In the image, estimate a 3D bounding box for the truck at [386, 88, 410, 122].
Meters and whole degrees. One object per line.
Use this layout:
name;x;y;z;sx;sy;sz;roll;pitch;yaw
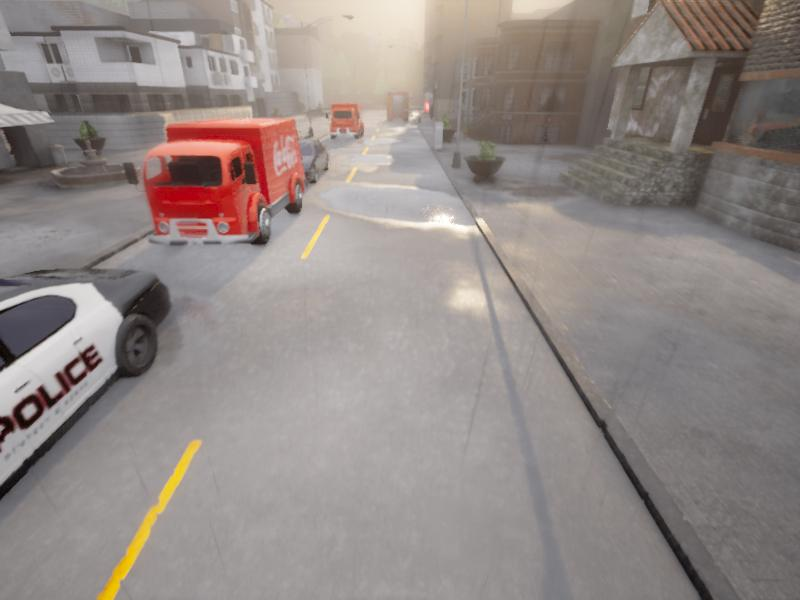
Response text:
truck;-0.263;-25.868;52.916;2.891;3.827;8.468;0;27;0

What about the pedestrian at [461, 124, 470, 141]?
pedestrian;4.639;-11.909;28.420;0.500;1.100;0.500;1;27;2

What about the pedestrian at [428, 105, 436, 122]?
pedestrian;3.777;-22.326;47.903;0.751;1.860;0.751;-4;27;-8

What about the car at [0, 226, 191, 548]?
car;-4.026;0.884;3.215;2.038;1.542;4.974;0;27;0

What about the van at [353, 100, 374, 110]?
van;-8.235;-44.099;90.442;4.442;1.987;1.775;11;29;19

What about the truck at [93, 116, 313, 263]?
truck;-4.057;-3.053;9.860;2.627;2.467;5.204;0;27;0

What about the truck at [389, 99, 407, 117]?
truck;-0.316;-29.946;62.353;2.627;2.467;5.204;0;27;0

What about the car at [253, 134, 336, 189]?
car;-4.091;-5.870;16.541;2.033;1.411;5.357;0;27;0

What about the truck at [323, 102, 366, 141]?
truck;-4.162;-13.974;31.167;2.627;2.467;5.204;0;27;0
